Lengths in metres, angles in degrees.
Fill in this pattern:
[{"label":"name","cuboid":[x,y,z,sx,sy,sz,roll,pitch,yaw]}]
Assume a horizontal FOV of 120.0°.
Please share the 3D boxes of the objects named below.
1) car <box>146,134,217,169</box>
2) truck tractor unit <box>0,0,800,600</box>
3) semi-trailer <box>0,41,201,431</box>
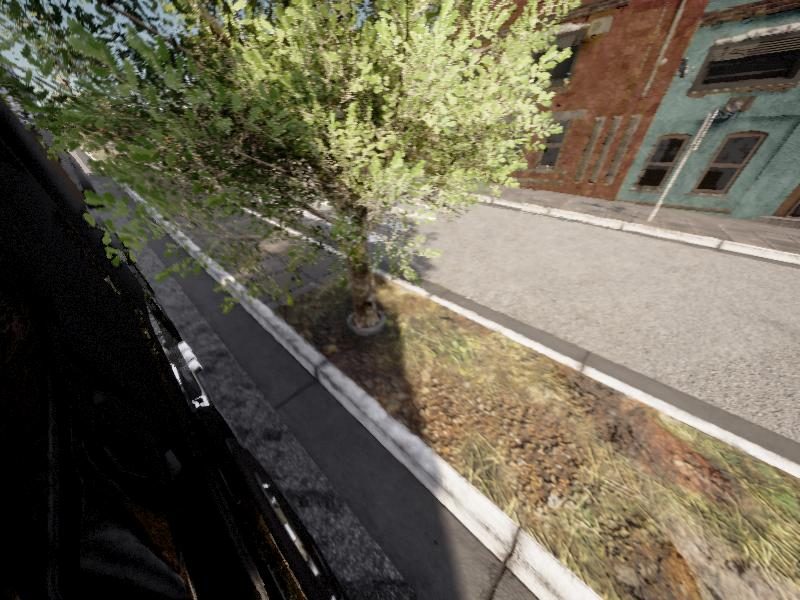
[{"label":"car","cuboid":[-14.197,-9.714,14.983,5.008,1.535,1.882,27,43,31]},{"label":"truck tractor unit","cuboid":[-2.645,-0.295,0.351,6.516,4.208,3.053,28,44,30]},{"label":"semi-trailer","cuboid":[-8.710,-3.543,4.291,14.254,4.402,2.717,27,43,30]}]
